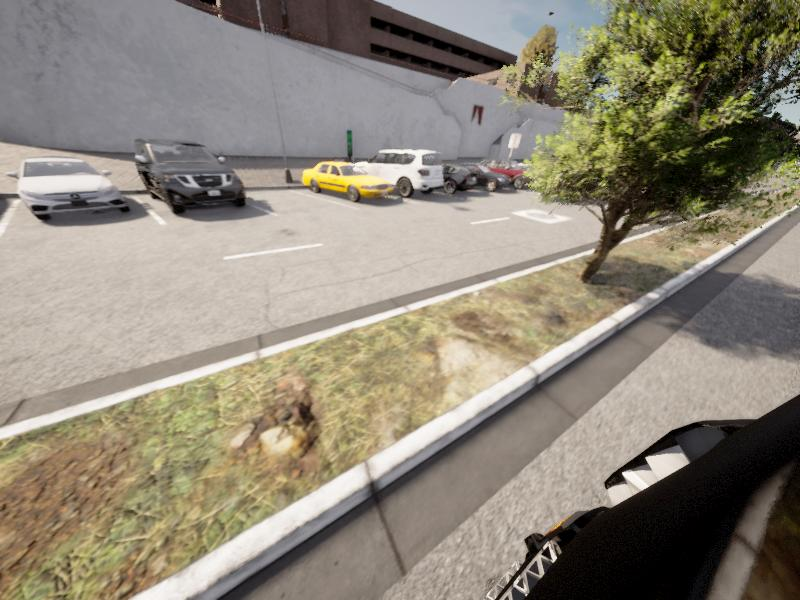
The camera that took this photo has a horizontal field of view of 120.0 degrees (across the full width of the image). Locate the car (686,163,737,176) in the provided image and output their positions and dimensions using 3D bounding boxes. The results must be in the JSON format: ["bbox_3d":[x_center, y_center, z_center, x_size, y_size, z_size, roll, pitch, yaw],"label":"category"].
[{"bbox_3d":[51.777,-21.820,38.595,4.674,1.452,2.002,26,40,32],"label":"car"}]

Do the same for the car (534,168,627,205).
[{"bbox_3d":[10.155,-6.502,13.011,4.892,1.490,1.837,-16,38,-25],"label":"car"}]

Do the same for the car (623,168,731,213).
[{"bbox_3d":[14.780,-5.993,12.384,4.611,1.667,2.242,-16,38,-25],"label":"car"}]

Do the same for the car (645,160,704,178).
[{"bbox_3d":[36.197,-17.473,30.693,4.553,1.767,2.185,26,40,32],"label":"car"}]

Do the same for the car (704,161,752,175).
[{"bbox_3d":[59.723,-24.212,42.267,4.442,1.987,1.878,26,40,32],"label":"car"}]

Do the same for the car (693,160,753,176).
[{"bbox_3d":[57.037,-23.536,41.016,5.566,2.045,2.435,26,40,32],"label":"car"}]

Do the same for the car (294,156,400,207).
[{"bbox_3d":[-2.694,-5.948,11.282,5.366,1.575,1.946,26,39,32],"label":"car"}]

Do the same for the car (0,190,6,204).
[{"bbox_3d":[-13.385,-3.139,6.233,5.366,1.575,1.946,26,40,32],"label":"car"}]

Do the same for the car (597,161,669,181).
[{"bbox_3d":[25.628,-14.431,25.695,5.366,1.575,1.946,26,40,32],"label":"car"}]

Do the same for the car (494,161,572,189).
[{"bbox_3d":[10.169,-9.751,17.888,4.674,1.452,2.002,26,40,32],"label":"car"}]

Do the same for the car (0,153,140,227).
[{"bbox_3d":[-10.642,-3.769,7.480,4.674,1.452,2.002,26,39,32],"label":"car"}]

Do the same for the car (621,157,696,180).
[{"bbox_3d":[30.952,-16.093,28.060,5.566,2.045,2.435,26,40,32],"label":"car"}]

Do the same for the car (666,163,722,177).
[{"bbox_3d":[43.942,-19.610,34.707,4.792,1.488,2.163,26,40,32],"label":"car"}]

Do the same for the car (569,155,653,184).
[{"bbox_3d":[20.606,-13.041,22.872,5.566,2.045,2.435,26,40,32],"label":"car"}]

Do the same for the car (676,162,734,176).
[{"bbox_3d":[49.028,-21.185,37.375,5.366,1.575,1.946,26,40,32],"label":"car"}]

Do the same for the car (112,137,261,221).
[{"bbox_3d":[-8.001,-4.733,8.619,5.566,2.045,2.435,26,39,32],"label":"car"}]

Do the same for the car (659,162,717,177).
[{"bbox_3d":[41.367,-18.881,33.386,4.892,1.521,2.231,26,40,32],"label":"car"}]

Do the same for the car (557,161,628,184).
[{"bbox_3d":[17.997,-12.042,21.734,4.792,1.488,2.163,26,40,32],"label":"car"}]

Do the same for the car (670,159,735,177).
[{"bbox_3d":[46.554,-20.590,35.856,5.566,2.045,2.435,26,40,32],"label":"car"}]

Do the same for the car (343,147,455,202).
[{"bbox_3d":[-0.249,-6.979,12.557,5.566,2.045,2.435,26,40,32],"label":"car"}]

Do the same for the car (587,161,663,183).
[{"bbox_3d":[23.318,-13.537,24.212,5.366,1.575,1.946,26,40,32],"label":"car"}]

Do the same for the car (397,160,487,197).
[{"bbox_3d":[2.340,-7.494,14.009,4.792,1.488,2.163,26,40,32],"label":"car"}]

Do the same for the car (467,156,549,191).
[{"bbox_3d":[7.552,-9.140,16.522,4.553,1.767,2.185,26,40,32],"label":"car"}]

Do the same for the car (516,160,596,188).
[{"bbox_3d":[12.775,-10.542,19.148,5.008,1.535,2.097,26,41,32],"label":"car"}]

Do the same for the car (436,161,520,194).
[{"bbox_3d":[4.971,-8.230,15.306,4.674,1.452,2.002,26,40,32],"label":"car"}]

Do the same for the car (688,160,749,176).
[{"bbox_3d":[54.372,-22.817,39.749,5.566,2.045,2.435,26,40,32],"label":"car"}]

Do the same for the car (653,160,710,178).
[{"bbox_3d":[38.752,-18.249,32.030,4.553,1.767,2.185,26,40,32],"label":"car"}]
